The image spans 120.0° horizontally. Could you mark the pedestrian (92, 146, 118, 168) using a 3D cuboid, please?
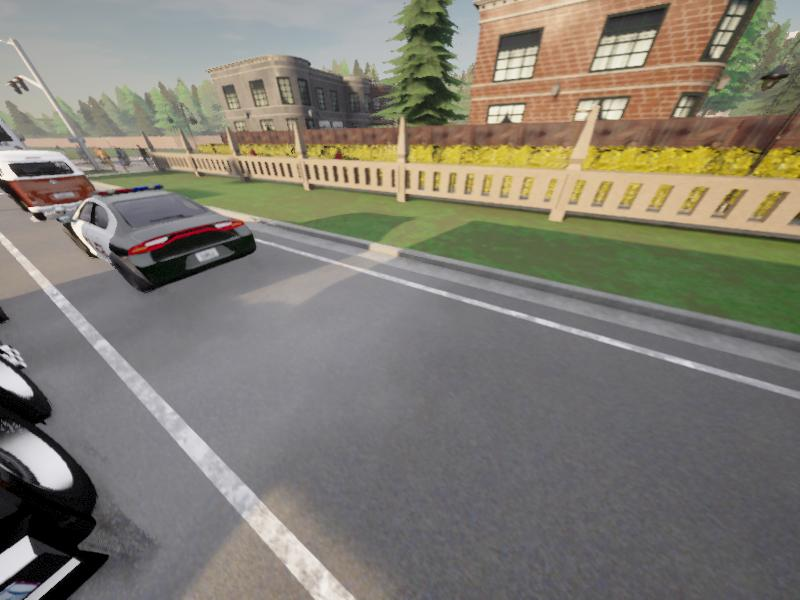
[{"bbox_3d":[-30.009,-14.568,23.502,0.751,1.860,0.751,21,40,28],"label":"pedestrian"}]

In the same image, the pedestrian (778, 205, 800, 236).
[{"bbox_3d":[10.821,-2.498,5.558,0.751,1.860,0.751,15,38,21],"label":"pedestrian"}]

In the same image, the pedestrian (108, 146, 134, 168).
[{"bbox_3d":[-27.859,-14.310,23.114,0.751,1.860,0.751,16,38,22],"label":"pedestrian"}]

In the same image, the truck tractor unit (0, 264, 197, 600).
[{"bbox_3d":[-5.113,-0.300,0.776,6.516,4.208,3.053,18,39,24],"label":"truck tractor unit"}]

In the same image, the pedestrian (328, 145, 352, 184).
[{"bbox_3d":[-3.404,-7.746,13.214,0.751,1.860,0.751,17,39,24],"label":"pedestrian"}]

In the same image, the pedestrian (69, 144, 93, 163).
[{"bbox_3d":[-37.977,-17.486,27.493,0.751,1.860,0.751,16,38,22],"label":"pedestrian"}]

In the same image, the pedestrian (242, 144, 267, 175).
[{"bbox_3d":[-10.500,-10.169,16.754,0.751,1.860,0.751,19,39,25],"label":"pedestrian"}]

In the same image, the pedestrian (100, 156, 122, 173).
[{"bbox_3d":[-22.825,-10.693,18.275,0.500,1.100,0.500,7,36,10],"label":"pedestrian"}]

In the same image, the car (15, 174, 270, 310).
[{"bbox_3d":[-5.616,-1.670,5.102,4.974,1.542,2.038,18,39,24],"label":"car"}]

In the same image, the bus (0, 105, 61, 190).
[{"bbox_3d":[-27.169,-10.038,14.922,10.273,4.253,3.944,23,41,30],"label":"bus"}]

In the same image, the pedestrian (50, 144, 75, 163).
[{"bbox_3d":[-38.898,-16.867,26.613,0.751,1.860,0.751,20,40,26],"label":"pedestrian"}]

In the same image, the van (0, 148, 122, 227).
[{"bbox_3d":[-13.277,-4.368,8.597,4.480,2.038,2.069,18,39,24],"label":"van"}]

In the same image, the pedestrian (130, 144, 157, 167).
[{"bbox_3d":[-24.934,-14.053,22.454,0.751,1.860,0.751,2,35,3],"label":"pedestrian"}]

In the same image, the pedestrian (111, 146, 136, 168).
[{"bbox_3d":[-28.222,-14.663,23.638,0.751,1.860,0.751,18,39,24],"label":"pedestrian"}]
